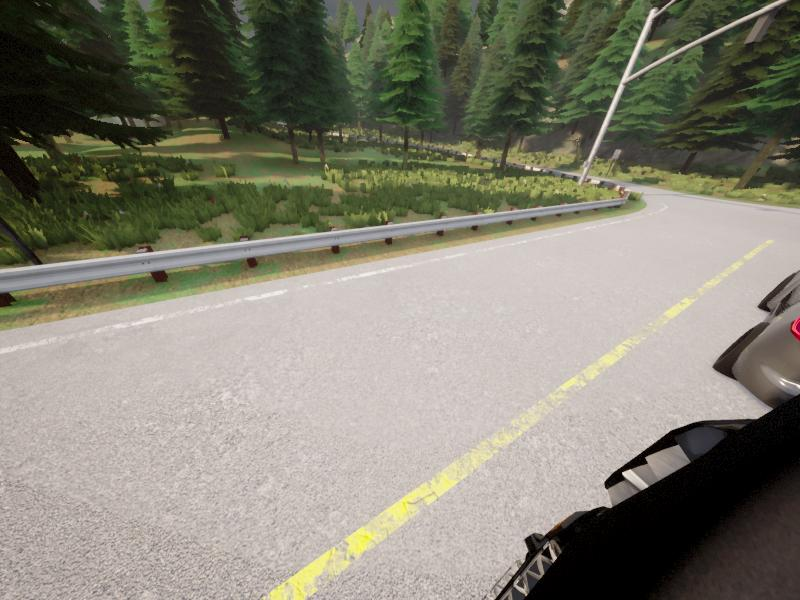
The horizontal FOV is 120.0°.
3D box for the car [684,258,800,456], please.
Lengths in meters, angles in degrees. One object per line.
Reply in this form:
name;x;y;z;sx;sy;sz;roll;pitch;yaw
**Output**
car;5.833;0.331;2.380;4.611;1.667;2.242;-16;38;-26
